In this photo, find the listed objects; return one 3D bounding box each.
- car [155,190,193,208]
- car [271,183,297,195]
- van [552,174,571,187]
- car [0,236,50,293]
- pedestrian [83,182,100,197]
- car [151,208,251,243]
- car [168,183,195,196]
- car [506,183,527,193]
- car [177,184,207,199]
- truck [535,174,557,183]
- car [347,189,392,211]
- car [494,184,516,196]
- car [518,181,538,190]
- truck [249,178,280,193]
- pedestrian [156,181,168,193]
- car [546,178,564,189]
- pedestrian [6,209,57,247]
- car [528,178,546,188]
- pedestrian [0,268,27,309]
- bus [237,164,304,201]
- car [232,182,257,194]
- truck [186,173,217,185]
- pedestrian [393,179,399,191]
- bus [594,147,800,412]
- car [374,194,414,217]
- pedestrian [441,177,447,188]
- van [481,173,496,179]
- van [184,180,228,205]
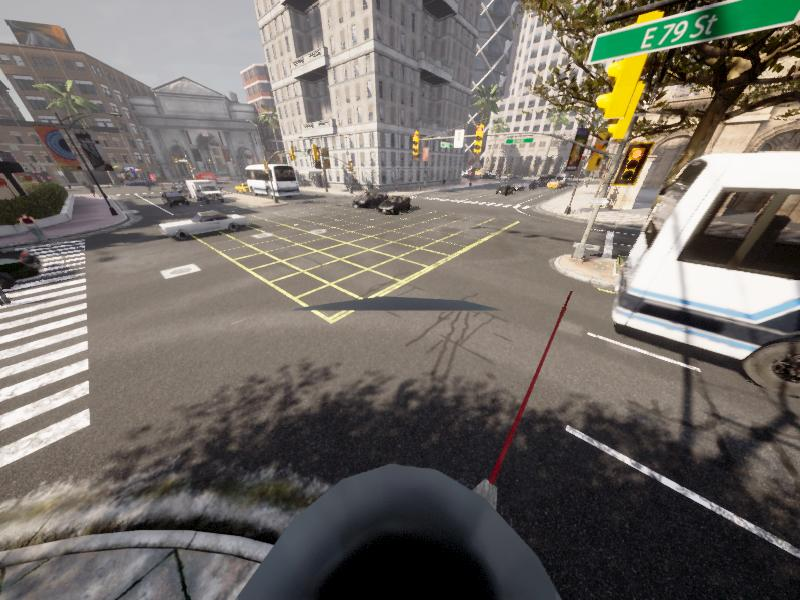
[{"bbox_3d":[-27.136,-12.180,27.707,5.357,1.411,2.033,23,37,34],"label":"car"},{"bbox_3d":[-19.638,-18.838,39.189,4.674,1.442,1.812,23,37,34],"label":"car"},{"bbox_3d":[37.843,-28.026,54.010,1.988,2.561,5.915,23,37,34],"label":"van"},{"bbox_3d":[-16.393,-0.696,7.686,2.038,1.542,4.974,23,37,34],"label":"car"},{"bbox_3d":[-44.513,-15.889,33.313,0.751,1.860,0.751,-26,39,-37],"label":"pedestrian"},{"bbox_3d":[-13.259,-5.207,15.729,1.895,1.301,4.718,23,37,34],"label":"car"},{"bbox_3d":[-36.557,-18.525,38.581,4.902,1.511,2.128,23,37,34],"label":"car"},{"bbox_3d":[21.378,-20.487,42.194,1.895,1.301,4.718,23,37,34],"label":"car"},{"bbox_3d":[-31.092,-16.241,34.507,4.856,1.649,2.033,23,37,34],"label":"car"},{"bbox_3d":[42.768,-35.617,67.593,6.274,2.098,2.390,-19,35,-30],"label":"truck"},{"bbox_3d":[-3.279,-11.349,25.992,2.242,1.667,4.611,23,37,34],"label":"car"},{"bbox_3d":[17.189,-18.077,37.842,1.816,1.474,4.193,23,37,34],"label":"car"},{"bbox_3d":[26.001,-23.250,46.881,2.033,1.411,5.357,23,37,34],"label":"car"},{"bbox_3d":[-25.339,-21.541,43.216,6.274,2.098,2.390,23,37,34],"label":"truck"},{"bbox_3d":[-41.952,-19.977,40.697,0.751,1.860,0.751,-26,39,-38],"label":"pedestrian"},{"bbox_3d":[33.211,-24.960,49.443,2.097,1.767,4.553,23,37,34],"label":"car"},{"bbox_3d":[-21.060,-4.143,13.272,0.751,1.860,0.751,27,39,38],"label":"pedestrian"},{"bbox_3d":[30.644,-26.106,51.601,2.152,1.651,5.027,23,37,34],"label":"car"},{"bbox_3d":[-13.185,-0.430,7.401,0.751,1.300,0.751,23,37,34],"label":"pedestrian"},{"bbox_3d":[-19.231,-17.526,34.110,10.273,4.253,3.944,23,37,34],"label":"bus"},{"bbox_3d":[-27.676,-20.013,41.088,5.366,1.575,1.801,23,37,34],"label":"car"},{"bbox_3d":[-51.041,-31.187,59.550,2.627,2.467,5.204,23,37,34],"label":"truck"},{"bbox_3d":[-0.675,-20.662,41.579,0.751,1.860,0.751,22,37,33],"label":"pedestrian"},{"bbox_3d":[10.332,0.160,3.476,10.273,4.253,3.944,23,37,34],"label":"bus"},{"bbox_3d":[-0.463,-9.427,22.807,2.007,1.525,4.514,14,33,23],"label":"car"},{"bbox_3d":[9.214,-24.737,48.638,0.751,1.860,0.751,20,35,30],"label":"pedestrian"},{"bbox_3d":[33.943,-47.649,88.501,4.480,2.038,2.069,21,36,32],"label":"van"},{"bbox_3d":[-25.231,-14.113,30.022,6.366,2.431,2.351,23,37,34],"label":"van"}]
